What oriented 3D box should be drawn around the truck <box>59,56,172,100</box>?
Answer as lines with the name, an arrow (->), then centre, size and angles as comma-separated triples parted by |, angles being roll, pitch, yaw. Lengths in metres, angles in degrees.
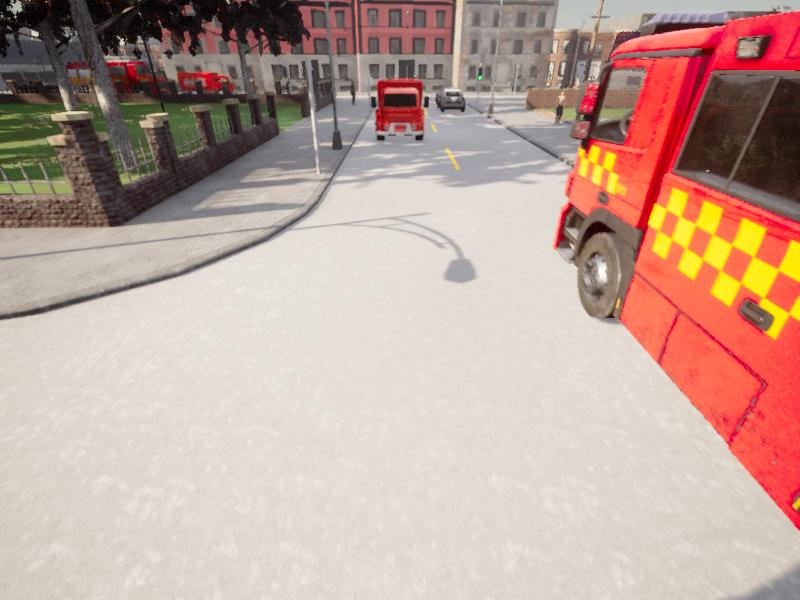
truck -> -29.053, -22.870, 41.287 | 8.468, 3.827, 2.891 | 0, 30, 0

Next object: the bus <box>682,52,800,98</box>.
bus -> 38.463, -25.023, 44.564 | 10.273, 4.253, 3.944 | 0, 30, 0

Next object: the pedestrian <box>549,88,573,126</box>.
pedestrian -> 8.945, -10.766, 22.301 | 0.751, 1.860, 0.751 | 3, 30, 5

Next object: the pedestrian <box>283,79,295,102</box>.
pedestrian -> -10.414, -19.691, 37.551 | 0.751, 1.860, 0.751 | 0, 30, 0

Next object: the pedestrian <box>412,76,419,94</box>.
pedestrian -> 1.863, -26.093, 48.495 | 0.751, 1.860, 0.751 | -6, 31, -10

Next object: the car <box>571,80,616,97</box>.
car -> 21.862, -23.959, 45.357 | 3.988, 1.617, 1.851 | 0, 30, 0

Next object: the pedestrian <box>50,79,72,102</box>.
pedestrian -> -31.783, -19.708, 37.572 | 0.751, 1.860, 0.751 | 12, 32, 19

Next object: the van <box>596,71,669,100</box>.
van -> 24.121, -22.375, 41.728 | 5.915, 2.561, 1.988 | 1, 30, 1

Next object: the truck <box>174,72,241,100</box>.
truck -> -19.892, -22.285, 41.631 | 5.204, 2.467, 2.627 | 0, 30, -1

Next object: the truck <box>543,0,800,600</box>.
truck -> 4.007, -0.169, 2.500 | 2.891, 3.827, 8.468 | 0, 30, 0

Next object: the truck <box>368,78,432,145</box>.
truck -> -0.007, -9.277, 19.405 | 2.627, 2.467, 5.204 | 0, 30, 0

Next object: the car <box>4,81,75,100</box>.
car -> -37.581, -21.923, 41.847 | 5.027, 1.651, 2.152 | 0, 30, 0

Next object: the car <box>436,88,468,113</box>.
car -> 3.996, -15.666, 31.309 | 1.970, 1.475, 3.806 | 0, 30, 0

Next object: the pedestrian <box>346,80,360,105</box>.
pedestrian -> -3.964, -17.620, 34.013 | 0.751, 1.860, 0.751 | 24, 38, 35

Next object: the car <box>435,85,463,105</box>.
car -> 4.683, -19.595, 38.132 | 1.994, 1.385, 4.181 | 7, 31, 12
